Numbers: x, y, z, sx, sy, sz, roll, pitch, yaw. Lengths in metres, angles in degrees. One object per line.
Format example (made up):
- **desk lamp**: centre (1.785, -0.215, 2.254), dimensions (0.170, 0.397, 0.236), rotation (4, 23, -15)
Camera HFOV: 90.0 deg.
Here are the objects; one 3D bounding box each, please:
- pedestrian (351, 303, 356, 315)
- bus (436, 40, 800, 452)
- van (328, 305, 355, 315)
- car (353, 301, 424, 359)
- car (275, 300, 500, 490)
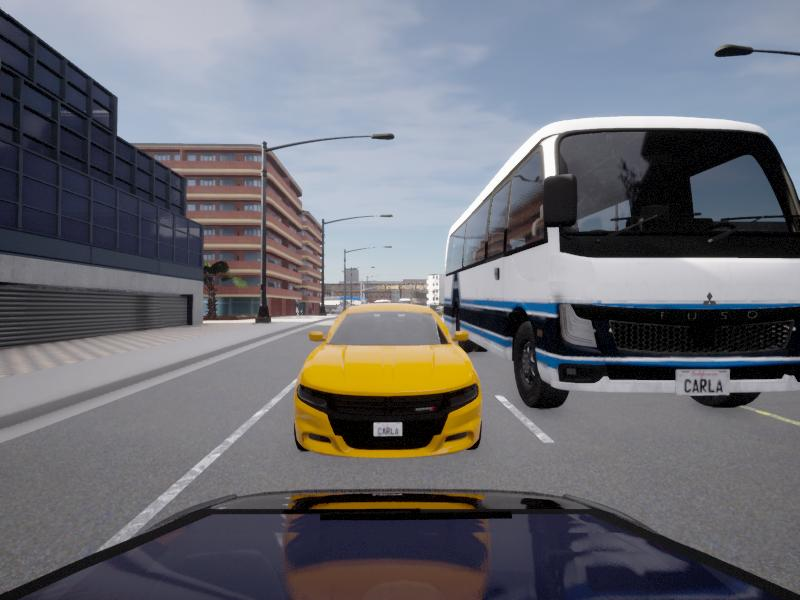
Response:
- **pedestrian**: centre (-7.290, 1.438, 62.348), dimensions (0.751, 1.860, 0.751), rotation (0, -1, 0)
- **bus**: centre (3.384, -0.601, 9.306), dimensions (3.944, 4.253, 10.273), rotation (0, 1, -1)
- **van**: centre (-14.311, 2.371, 98.901), dimensions (6.366, 2.431, 2.351), rotation (0, -1, -2)
- **car**: centre (-0.325, 0.768, 12.619), dimensions (1.812, 1.442, 4.674), rotation (0, 1, -1)
- **car**: centre (-0.158, 0.790, 5.854), dimensions (1.882, 1.535, 5.008), rotation (0, 1, -1)
